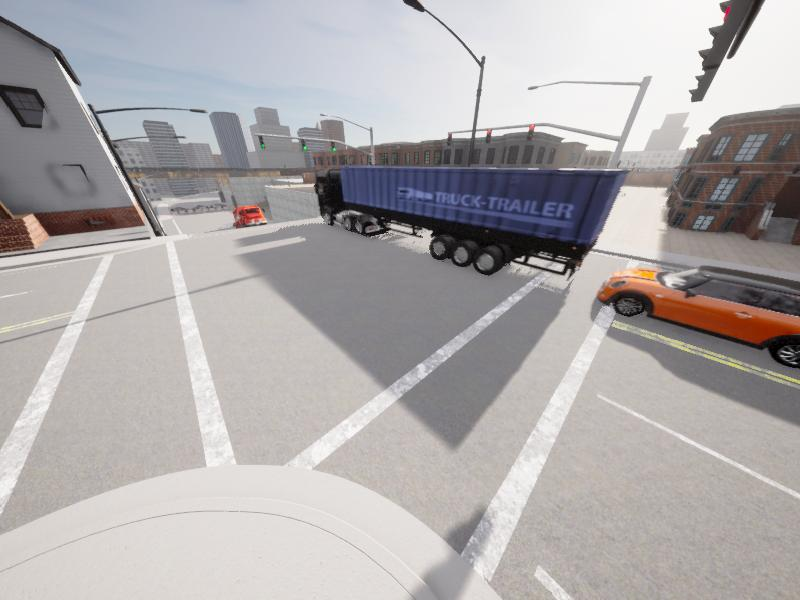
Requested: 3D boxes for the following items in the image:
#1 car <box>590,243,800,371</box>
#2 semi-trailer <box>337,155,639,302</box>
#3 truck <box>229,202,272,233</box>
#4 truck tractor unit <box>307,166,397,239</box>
[{"bbox_3d":[8.872,-0.108,6.704,2.097,1.767,4.553,-26,39,-37],"label":"car"},{"bbox_3d":[1.917,-4.850,12.292,2.717,4.402,14.254,-26,39,-37],"label":"semi-trailer"},{"bbox_3d":[-17.447,-9.513,26.844,2.627,2.467,5.204,-27,26,-37],"label":"truck"},{"bbox_3d":[-3.587,-7.608,17.266,3.053,4.208,6.516,-26,39,-37],"label":"truck tractor unit"}]
